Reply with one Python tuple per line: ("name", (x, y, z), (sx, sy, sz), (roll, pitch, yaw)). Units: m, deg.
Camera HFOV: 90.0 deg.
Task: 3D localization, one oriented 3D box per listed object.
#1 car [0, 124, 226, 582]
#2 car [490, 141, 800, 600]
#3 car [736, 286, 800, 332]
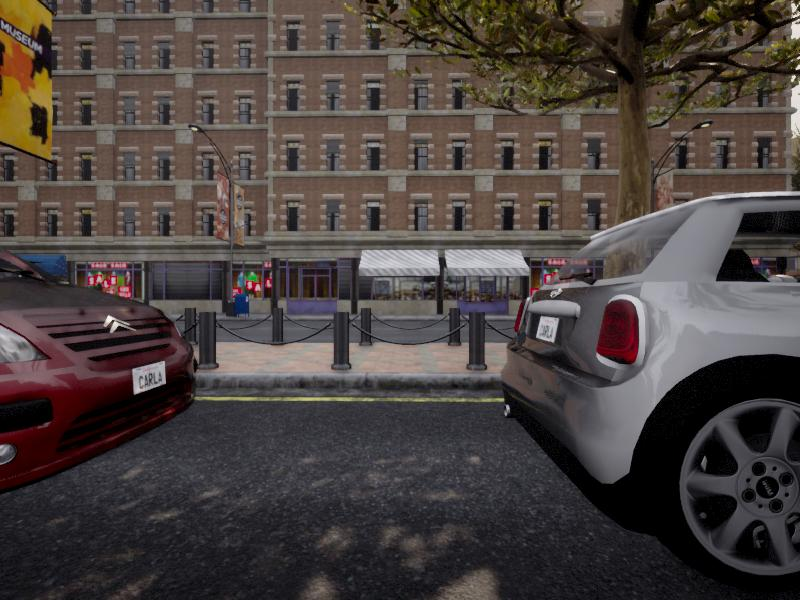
("car", (-3.390, 0.188, 2.287), (3.988, 1.617, 1.851), (0, 0, 1))
("car", (2.600, 0.253, 2.173), (3.806, 1.475, 1.970), (0, 0, 1))
("car", (14.397, 0.269, 13.423), (4.674, 1.442, 1.812), (0, 0, 1))
